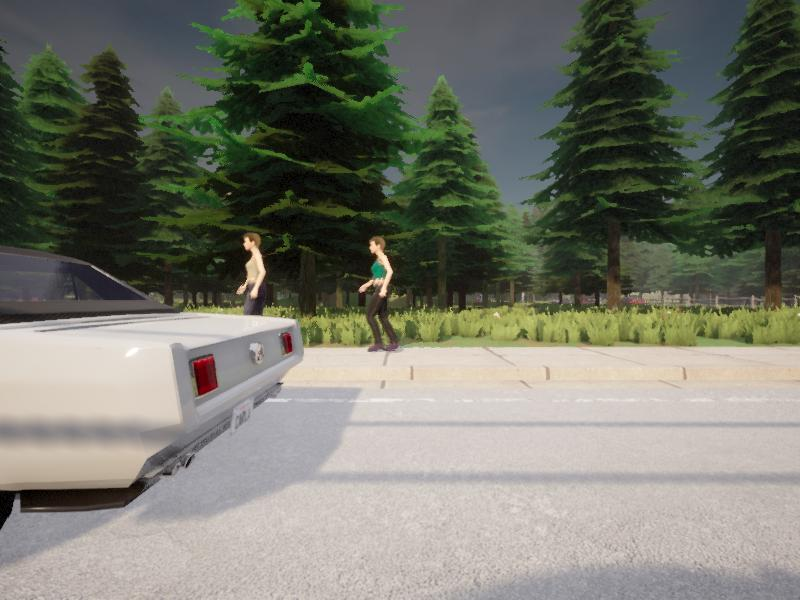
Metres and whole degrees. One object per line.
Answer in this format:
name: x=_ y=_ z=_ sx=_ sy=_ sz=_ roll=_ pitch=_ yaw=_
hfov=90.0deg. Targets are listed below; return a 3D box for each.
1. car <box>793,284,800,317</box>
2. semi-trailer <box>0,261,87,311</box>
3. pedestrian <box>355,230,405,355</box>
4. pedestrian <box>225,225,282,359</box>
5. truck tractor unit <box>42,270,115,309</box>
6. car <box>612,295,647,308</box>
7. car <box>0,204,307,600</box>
car: x=22.899 y=0.004 z=20.038 sx=1.932 sy=1.855 sz=4.605 roll=0 pitch=-1 yaw=2
semi-trailer: x=-36.831 y=-1.217 z=38.250 sx=2.717 sy=4.402 sz=14.254 roll=0 pitch=0 yaw=0
pedestrian: x=-0.321 y=-0.114 z=6.341 sx=0.751 sy=1.860 sz=0.751 roll=0 pitch=0 yaw=-3
pedestrian: x=-2.164 y=-0.113 z=6.002 sx=0.751 sy=1.860 sz=0.751 roll=0 pitch=0 yaw=-16
truck tractor unit: x=-36.817 y=-1.114 z=46.162 sx=3.053 sy=4.208 sz=6.516 roll=0 pitch=0 yaw=1
car: x=27.035 y=0.207 z=47.326 sx=1.816 sy=1.474 sz=4.193 roll=0 pitch=0 yaw=1
car: x=-3.091 y=0.347 z=2.206 sx=4.718 sy=1.301 sz=1.895 roll=0 pitch=0 yaw=0
